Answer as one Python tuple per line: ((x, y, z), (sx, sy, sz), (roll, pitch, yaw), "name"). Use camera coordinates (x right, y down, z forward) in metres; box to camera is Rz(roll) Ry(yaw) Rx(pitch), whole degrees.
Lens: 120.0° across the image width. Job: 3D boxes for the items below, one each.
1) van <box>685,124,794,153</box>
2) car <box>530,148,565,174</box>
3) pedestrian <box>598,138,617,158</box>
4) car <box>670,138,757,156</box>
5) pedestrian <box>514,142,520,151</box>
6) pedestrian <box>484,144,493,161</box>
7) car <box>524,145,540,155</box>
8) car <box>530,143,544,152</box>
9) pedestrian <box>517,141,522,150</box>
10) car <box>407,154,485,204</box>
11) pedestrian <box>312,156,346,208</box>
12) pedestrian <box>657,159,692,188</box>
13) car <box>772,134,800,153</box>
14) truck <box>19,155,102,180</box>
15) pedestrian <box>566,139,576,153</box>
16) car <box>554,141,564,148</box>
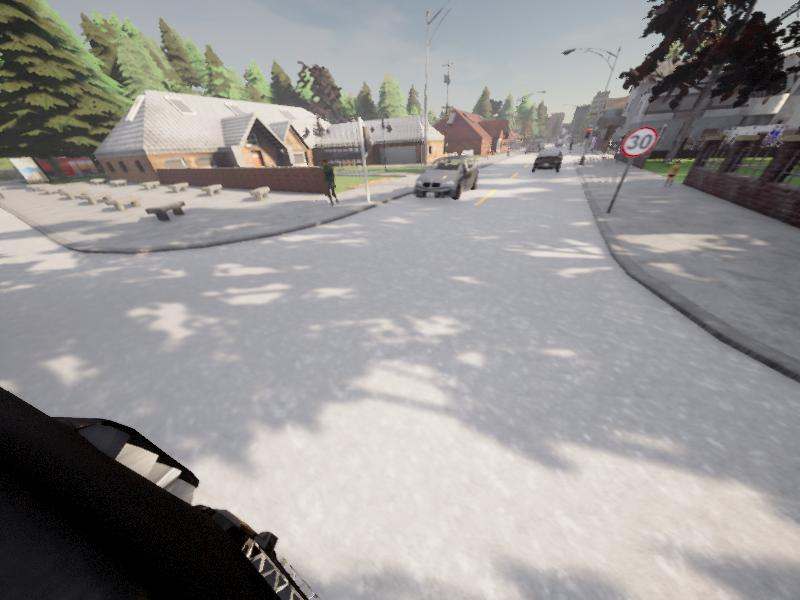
((39.039, -18.732, 26.989), (6.366, 2.431, 2.351), (16, 38, 26), "van")
((12.058, -11.380, 18.799), (1.882, 1.535, 5.008), (16, 38, 26), "car")
((23.207, -16.989, 25.870), (0.751, 1.860, 0.751), (2, 34, 7), "pedestrian")
((34.608, -17.087, 25.788), (5.357, 1.411, 2.033), (17, 38, 27), "car")
((28.294, -37.087, 55.773), (0.751, 1.860, 0.751), (27, 44, 37), "pedestrian")
((11.798, -19.733, 30.888), (0.751, 1.860, 0.751), (17, 38, 27), "pedestrian")
((24.925, -28.415, 43.639), (1.994, 1.385, 4.181), (16, 38, 26), "car")
((31.692, -35.215, 53.266), (2.163, 1.488, 4.792), (16, 38, 26), "car")
((32.488, -41.875, 62.668), (0.751, 1.860, 0.751), (13, 37, 23), "pedestrian")
((2.498, -6.331, 11.802), (2.242, 1.667, 4.611), (16, 38, 26), "car")
((-2.953, -4.984, 9.777), (0.751, 1.860, 0.751), (6, 35, 13), "pedestrian")
((12.254, -5.678, 10.353), (0.500, 1.100, 0.500), (16, 38, 26), "pedestrian")
((40.443, -15.324, 22.556), (3.633, 1.501, 1.845), (15, 38, 25), "car")
((-68.604, -27.133, 47.111), (2.891, 3.827, 8.468), (16, 38, 26), "truck")
((29.575, -26.647, 39.960), (0.751, 1.860, 0.751), (22, 41, 33), "pedestrian")
((44.684, -43.707, 65.010), (1.882, 1.535, 5.008), (16, 38, 26), "car")
